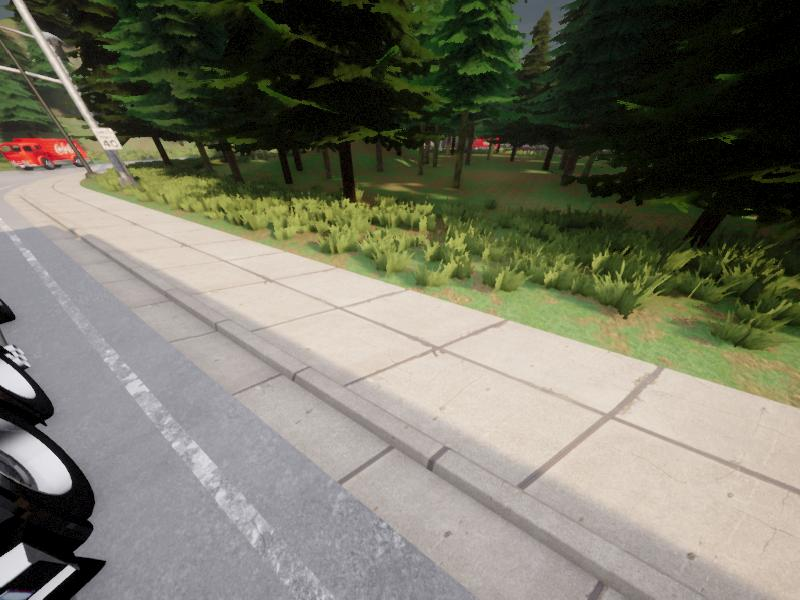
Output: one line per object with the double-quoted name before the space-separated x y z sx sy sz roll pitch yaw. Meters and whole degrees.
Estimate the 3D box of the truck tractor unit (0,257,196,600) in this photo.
"truck tractor unit" -5.100 -0.312 0.799 6.516 4.208 3.053 19 39 25

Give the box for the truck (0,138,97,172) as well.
"truck" -34.072 -14.065 22.269 2.627 2.467 5.204 -5 35 -6
